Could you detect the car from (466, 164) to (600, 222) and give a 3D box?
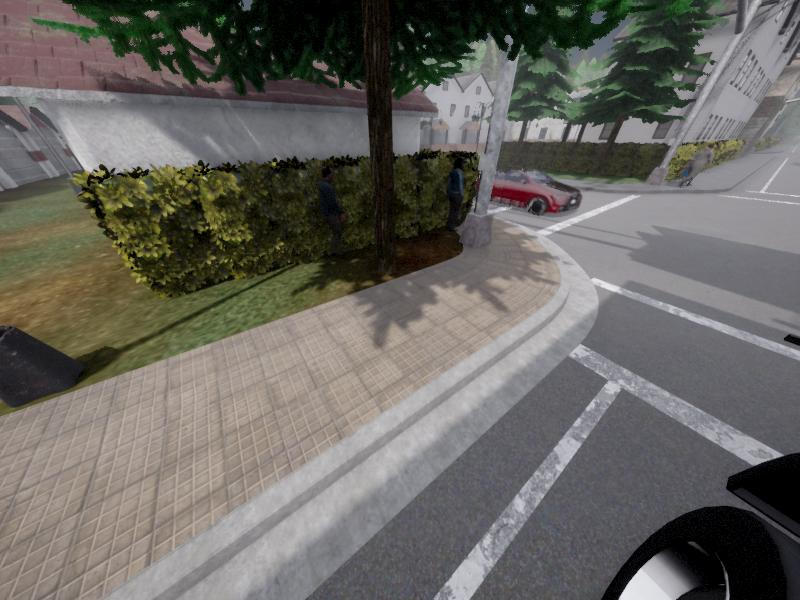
[{"bbox_3d":[5.156,-4.653,9.630,1.994,1.385,4.181,-22,40,-28],"label":"car"}]

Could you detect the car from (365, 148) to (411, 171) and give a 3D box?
[{"bbox_3d":[-1.236,-13.529,22.128,1.882,1.535,5.008,-22,41,-28],"label":"car"}]

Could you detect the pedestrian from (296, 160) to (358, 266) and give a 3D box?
[{"bbox_3d":[-1.455,-1.781,4.785,0.751,1.860,0.751,-18,39,-24],"label":"pedestrian"}]

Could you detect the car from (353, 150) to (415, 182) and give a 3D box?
[{"bbox_3d":[-1.338,-10.110,17.202,2.152,1.651,5.027,-22,41,-28],"label":"car"}]

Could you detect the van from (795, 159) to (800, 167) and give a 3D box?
[{"bbox_3d":[37.281,-12.850,20.126,4.480,2.038,2.069,-22,41,-28],"label":"van"}]

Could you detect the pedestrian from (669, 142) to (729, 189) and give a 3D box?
[{"bbox_3d":[14.098,-6.385,10.960,0.751,1.860,0.751,-10,36,-13],"label":"pedestrian"}]

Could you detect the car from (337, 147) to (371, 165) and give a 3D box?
[{"bbox_3d":[-5.451,-17.006,27.093,1.882,1.535,5.008,-22,41,-28],"label":"car"}]

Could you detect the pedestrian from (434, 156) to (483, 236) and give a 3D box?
[{"bbox_3d":[1.532,-2.847,6.357,0.751,1.860,0.751,-15,38,-19],"label":"pedestrian"}]
